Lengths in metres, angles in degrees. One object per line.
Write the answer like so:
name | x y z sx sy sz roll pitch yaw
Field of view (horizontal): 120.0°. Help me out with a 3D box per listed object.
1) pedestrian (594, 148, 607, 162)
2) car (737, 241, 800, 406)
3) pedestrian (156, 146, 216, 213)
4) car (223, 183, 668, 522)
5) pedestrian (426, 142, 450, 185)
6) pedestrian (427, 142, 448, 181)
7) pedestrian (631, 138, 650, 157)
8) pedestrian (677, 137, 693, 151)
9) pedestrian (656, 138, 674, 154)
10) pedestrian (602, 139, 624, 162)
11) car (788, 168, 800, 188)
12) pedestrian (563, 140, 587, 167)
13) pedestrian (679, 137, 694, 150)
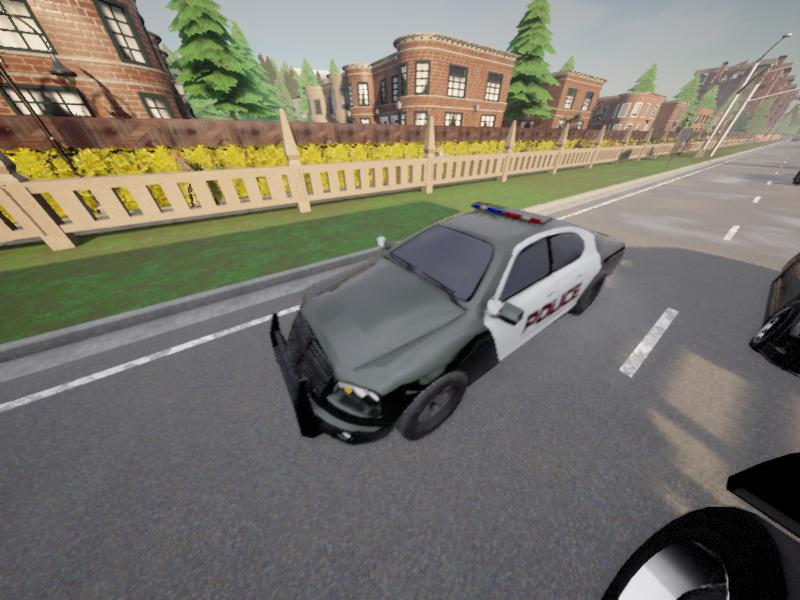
pedestrian | 20.018 -14.484 23.065 0.500 1.100 0.500 -18 39 -23
car | 6.152 0.110 2.573 4.181 1.385 1.994 -22 41 -28
pedestrian | -7.021 -3.989 7.701 0.751 1.860 0.751 -22 41 -28
car | 0.982 -0.339 3.061 4.974 1.542 2.038 -22 41 -28
pedestrian | 1.965 -7.184 12.177 0.751 1.860 0.751 -20 40 -25
pedestrian | 2.126 -7.908 13.205 0.751 1.860 0.751 -17 39 -23
pedestrian | 29.683 -18.815 28.479 0.751 1.860 0.751 -22 40 -27
pedestrian | 49.131 -26.914 39.830 0.751 1.860 0.751 -20 40 -25
pedestrian | 36.114 -20.979 31.503 0.751 1.860 0.751 -22 41 -28
pedestrian | 21.169 -14.905 22.993 0.751 1.860 0.751 -24 42 -30
car | 23.497 -7.068 12.361 5.027 1.651 2.152 -22 41 -28
pedestrian | 14.535 -12.206 19.211 0.751 1.860 0.751 -22 41 -28
pedestrian | 50.199 -27.381 40.485 0.751 1.860 0.751 -22 41 -28
